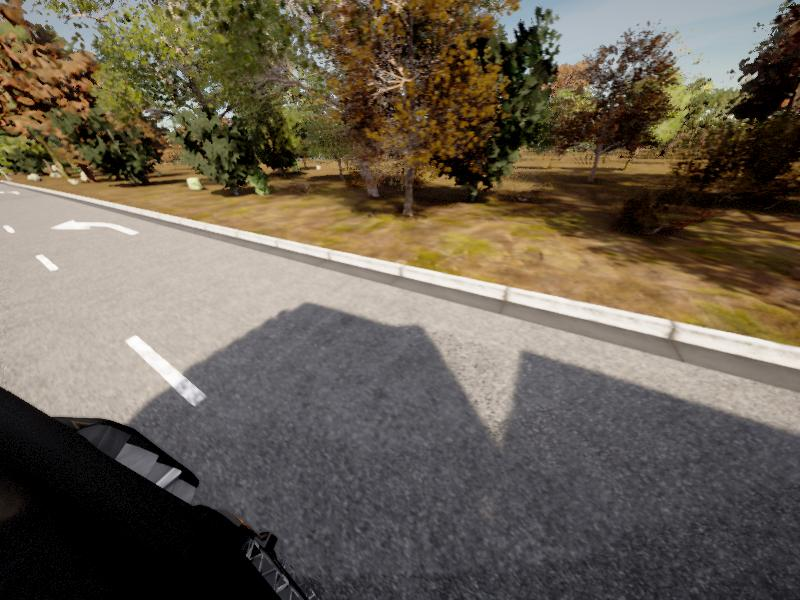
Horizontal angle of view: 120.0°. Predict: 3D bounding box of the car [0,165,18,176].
[{"bbox_3d":[-93.323,-29.809,53.333,1.878,1.987,4.442,8,34,14],"label":"car"}]
